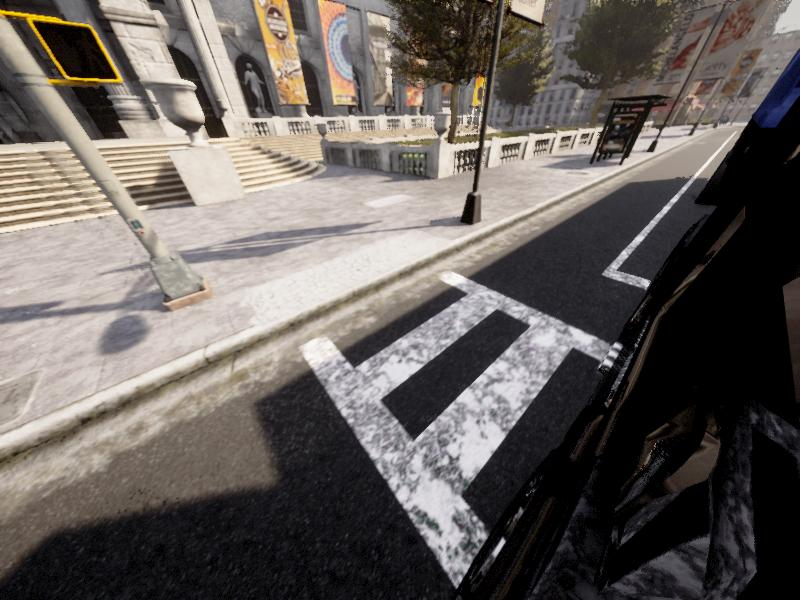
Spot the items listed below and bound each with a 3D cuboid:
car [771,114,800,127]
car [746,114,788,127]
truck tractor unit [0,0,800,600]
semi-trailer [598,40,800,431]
[{"bbox_3d":[59.382,-27.173,34.990,3.806,1.475,1.970,-15,39,-16],"label":"car"},{"bbox_3d":[59.837,-29.260,37.695,4.674,1.452,2.002,-14,38,-15],"label":"car"},{"bbox_3d":[2.645,-0.295,0.351,6.516,4.208,3.053,-28,44,-30],"label":"truck tractor unit"},{"bbox_3d":[8.676,-3.621,4.248,14.254,4.402,2.717,-28,44,-30],"label":"semi-trailer"}]
